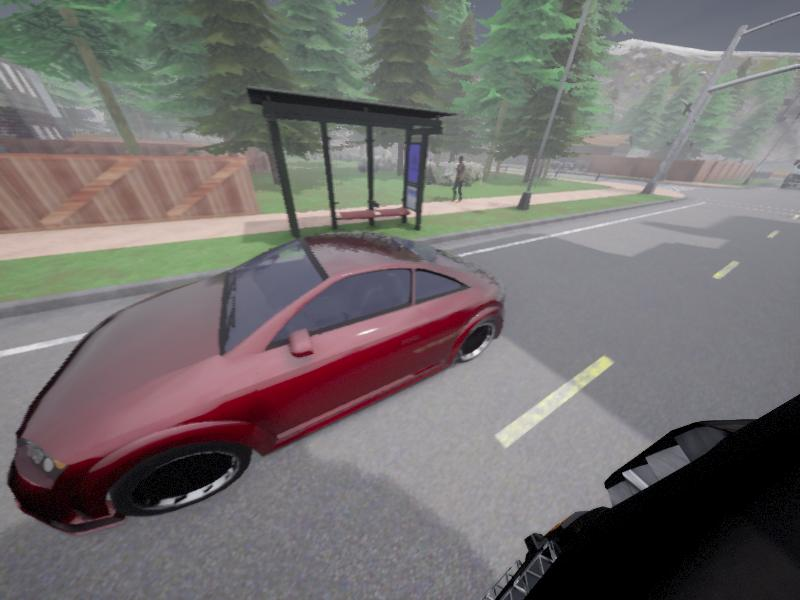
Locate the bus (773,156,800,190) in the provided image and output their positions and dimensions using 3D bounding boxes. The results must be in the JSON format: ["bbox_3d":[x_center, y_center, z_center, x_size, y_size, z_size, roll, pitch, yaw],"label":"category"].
[{"bbox_3d":[49.861,-15.390,27.137,10.273,4.253,3.944,-16,38,-26],"label":"bus"}]

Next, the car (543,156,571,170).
[{"bbox_3d":[26.743,-23.355,39.317,3.866,1.878,1.905,-17,38,-27],"label":"car"}]

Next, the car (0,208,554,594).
[{"bbox_3d":[-0.756,0.082,2.548,4.181,1.385,1.994,-16,38,-26],"label":"car"}]

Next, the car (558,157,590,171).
[{"bbox_3d":[28.379,-22.226,37.730,4.605,1.855,1.932,-17,38,-27],"label":"car"}]

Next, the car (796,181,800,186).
[{"bbox_3d":[57.561,-16.527,31.921,4.902,1.511,2.128,-16,38,-26],"label":"car"}]

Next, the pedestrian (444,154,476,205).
[{"bbox_3d":[2.557,-5.220,10.045,0.751,1.860,0.751,-14,37,-24],"label":"pedestrian"}]
